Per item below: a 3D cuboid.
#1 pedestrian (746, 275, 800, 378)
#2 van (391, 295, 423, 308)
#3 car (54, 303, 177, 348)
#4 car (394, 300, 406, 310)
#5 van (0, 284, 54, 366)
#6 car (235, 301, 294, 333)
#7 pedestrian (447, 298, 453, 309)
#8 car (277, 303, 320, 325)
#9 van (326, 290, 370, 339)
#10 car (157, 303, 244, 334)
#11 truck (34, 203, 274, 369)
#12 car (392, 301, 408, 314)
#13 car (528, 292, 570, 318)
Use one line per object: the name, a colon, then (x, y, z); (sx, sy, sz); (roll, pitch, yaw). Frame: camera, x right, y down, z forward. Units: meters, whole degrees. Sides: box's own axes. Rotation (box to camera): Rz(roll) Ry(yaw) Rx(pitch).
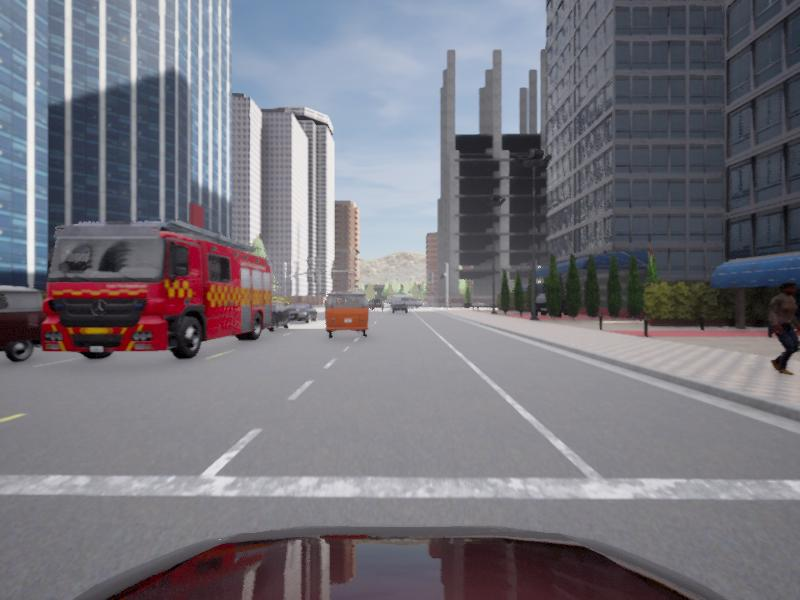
pedestrian: (7.338, 0.486, 7.666); (0.751, 1.860, 0.751); (0, 0, -9)
van: (1.339, 0.307, 76.569); (5.915, 2.561, 1.988); (0, 0, 0)
car: (-10.499, 0.855, 15.175); (1.970, 1.475, 3.806); (0, 0, 0)
car: (-0.014, 0.828, 65.873); (1.882, 1.535, 5.008); (0, 0, 0)
van: (-10.499, 0.599, 8.879); (1.775, 1.987, 4.442); (0, 0, 0)
car: (-7.002, 0.829, 21.027); (1.845, 1.501, 3.633); (0, 0, 0)
pedestrian: (8.959, 0.645, 71.677); (0.751, 1.860, 0.751); (0, 0, -6)
car: (-7.008, 0.910, 27.974); (1.994, 1.385, 4.181); (0, 0, -1)
van: (-2.557, 0.600, 18.693); (1.775, 1.987, 4.442); (0, 0, -11)
car: (-10.503, 0.897, 21.631); (2.033, 1.411, 5.357); (0, 0, 0)
truck: (-7.007, -0.320, 13.461); (2.891, 3.827, 8.468); (0, 0, 0)
car: (-0.009, 0.849, 49.503); (1.837, 1.490, 4.892); (0, 0, 0)
car: (13.120, 0.405, 34.867); (2.390, 2.098, 6.274); (0, 0, 31)
